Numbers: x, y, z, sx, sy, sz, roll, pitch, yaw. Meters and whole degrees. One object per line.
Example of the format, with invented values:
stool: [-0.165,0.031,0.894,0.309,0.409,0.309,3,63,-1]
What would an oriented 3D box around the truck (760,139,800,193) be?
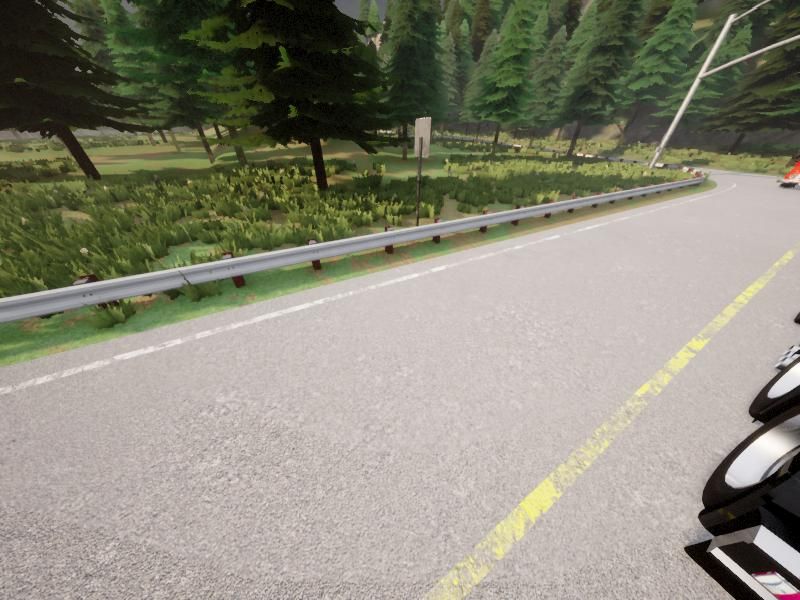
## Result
truck: [23.969,-7.154,12.292,5.204,2.467,2.627,-7,35,-11]

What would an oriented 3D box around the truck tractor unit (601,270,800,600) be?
truck tractor unit: [5.120,-0.292,0.767,6.516,4.208,3.053,-18,39,-24]
